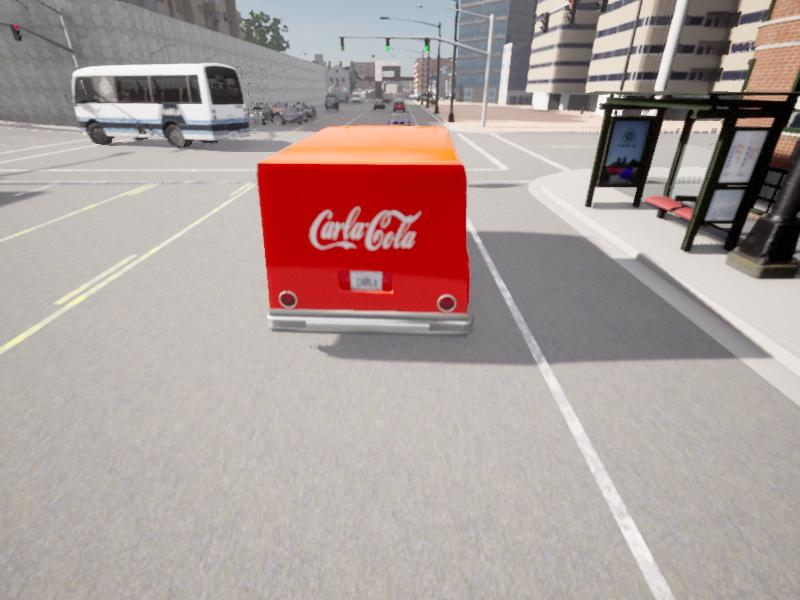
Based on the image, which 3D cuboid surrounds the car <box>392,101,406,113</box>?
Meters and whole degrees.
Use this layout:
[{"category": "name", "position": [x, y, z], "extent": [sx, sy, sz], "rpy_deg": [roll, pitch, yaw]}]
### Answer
[{"category": "car", "position": [-0.099, -29.412, 60.824], "extent": [2.007, 1.525, 4.514], "rpy_deg": [0, 28, 0]}]

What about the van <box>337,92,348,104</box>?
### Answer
[{"category": "van", "position": [-14.165, -49.987, 98.902], "extent": [1.988, 2.561, 5.915], "rpy_deg": [0, 28, 0]}]

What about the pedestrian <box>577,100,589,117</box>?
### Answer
[{"category": "pedestrian", "position": [22.991, -24.049, 50.287], "extent": [0.751, 1.860, 0.751], "rpy_deg": [-4, 28, -7]}]

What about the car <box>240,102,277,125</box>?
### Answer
[{"category": "car", "position": [-14.065, -18.698, 40.036], "extent": [1.932, 1.855, 4.605], "rpy_deg": [0, 28, 0]}]

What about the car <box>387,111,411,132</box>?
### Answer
[{"category": "car", "position": [-0.056, -15.145, 33.875], "extent": [1.895, 1.301, 4.718], "rpy_deg": [0, 28, 0]}]

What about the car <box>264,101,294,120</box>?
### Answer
[{"category": "car", "position": [-14.076, -22.244, 46.884], "extent": [2.097, 1.767, 4.553], "rpy_deg": [0, 28, 0]}]

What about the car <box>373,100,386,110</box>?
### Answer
[{"category": "car", "position": [-3.614, -34.521, 70.698], "extent": [1.970, 1.475, 3.806], "rpy_deg": [0, 28, 0]}]

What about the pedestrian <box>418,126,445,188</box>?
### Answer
[{"category": "pedestrian", "position": [1.067, -4.860, 13.615], "extent": [0.751, 1.860, 0.751], "rpy_deg": [7, 28, 13]}]

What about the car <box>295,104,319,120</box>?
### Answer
[{"category": "car", "position": [-10.575, -21.404, 45.559], "extent": [1.845, 1.501, 3.633], "rpy_deg": [0, 28, 0]}]

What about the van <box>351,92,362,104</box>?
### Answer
[{"category": "van", "position": [-10.664, -49.687, 98.326], "extent": [1.988, 2.561, 5.915], "rpy_deg": [0, 28, 0]}]

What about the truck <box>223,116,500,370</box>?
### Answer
[{"category": "truck", "position": [-0.246, -1.503, 6.639], "extent": [2.627, 2.467, 5.204], "rpy_deg": [1, 28, 3]}]

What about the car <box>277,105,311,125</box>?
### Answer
[{"category": "car", "position": [-10.565, -18.679, 40.267], "extent": [2.033, 1.649, 4.856], "rpy_deg": [0, 28, 0]}]

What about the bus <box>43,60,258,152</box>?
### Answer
[{"category": "bus", "position": [-14.333, -11.387, 23.547], "extent": [10.273, 4.253, 3.944], "rpy_deg": [8, 28, 15]}]

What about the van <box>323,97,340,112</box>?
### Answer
[{"category": "van", "position": [-10.601, -30.481, 62.367], "extent": [1.775, 1.987, 4.442], "rpy_deg": [0, 28, 0]}]
